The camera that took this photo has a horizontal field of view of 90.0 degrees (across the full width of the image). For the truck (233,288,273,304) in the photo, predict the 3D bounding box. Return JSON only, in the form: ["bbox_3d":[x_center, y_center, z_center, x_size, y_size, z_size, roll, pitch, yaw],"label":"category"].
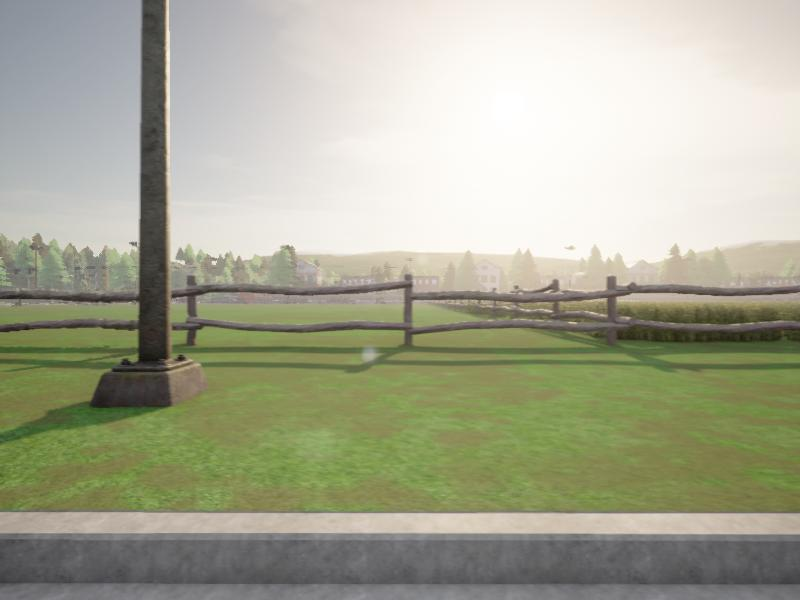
[{"bbox_3d":[-35.045,-0.981,95.568,8.468,3.827,2.891,0,0,0],"label":"truck"}]

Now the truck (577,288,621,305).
[{"bbox_3d":[45.549,-0.851,91.709,8.468,3.827,2.891,0,0,0],"label":"truck"}]
